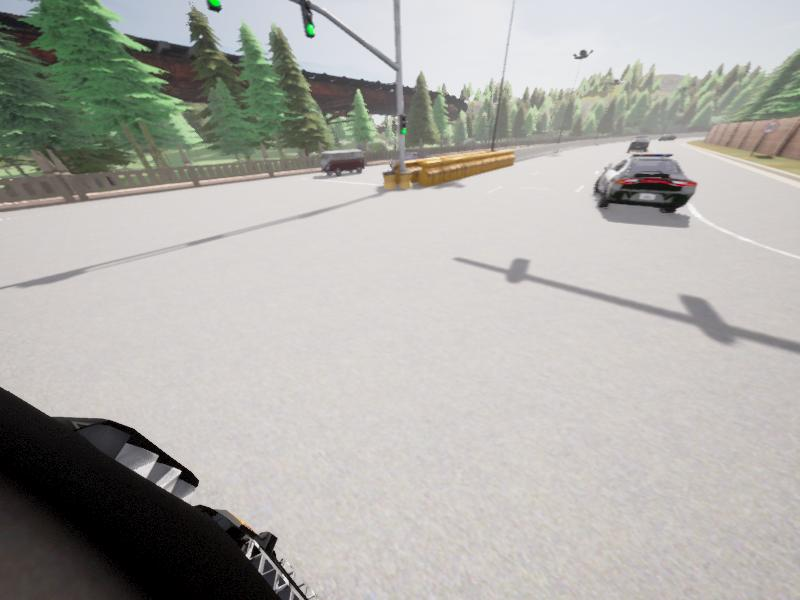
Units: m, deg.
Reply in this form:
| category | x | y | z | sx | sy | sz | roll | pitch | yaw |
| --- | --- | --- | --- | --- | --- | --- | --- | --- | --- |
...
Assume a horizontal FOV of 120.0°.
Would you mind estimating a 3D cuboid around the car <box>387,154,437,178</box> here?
| category | x | y | z | sx | sy | sz | roll | pitch | yaw |
| --- | --- | --- | --- | --- | --- | --- | --- | --- | --- |
| car | 1.108 | -11.262 | 19.344 | 1.994 | 1.385 | 4.181 | 24 | 42 | 34 |

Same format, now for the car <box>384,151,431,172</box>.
| category | x | y | z | sx | sy | sz | roll | pitch | yaw |
| --- | --- | --- | --- | --- | --- | --- | --- | --- | --- |
| car | 0.929 | -14.221 | 23.632 | 2.128 | 1.511 | 4.902 | 24 | 42 | 34 |

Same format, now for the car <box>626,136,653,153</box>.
| category | x | y | z | sx | sy | sz | roll | pitch | yaw |
| --- | --- | --- | --- | --- | --- | --- | --- | --- | --- |
| car | 31.562 | -20.566 | 30.503 | 1.930 | 1.638 | 5.238 | 23 | 42 | 33 |

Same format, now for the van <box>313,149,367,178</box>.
| category | x | y | z | sx | sy | sz | roll | pitch | yaw |
| --- | --- | --- | --- | --- | --- | --- | --- | --- | --- |
| van | -5.515 | -12.957 | 21.841 | 1.775 | 1.987 | 4.442 | 24 | 42 | 34 |

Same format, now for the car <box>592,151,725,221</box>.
| category | x | y | z | sx | sy | sz | roll | pitch | yaw |
| --- | --- | --- | --- | --- | --- | --- | --- | --- | --- |
| car | 8.667 | -4.418 | 8.410 | 2.038 | 1.542 | 4.974 | 19 | 39 | 27 |

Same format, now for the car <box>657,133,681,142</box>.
| category | x | y | z | sx | sy | sz | roll | pitch | yaw |
| --- | --- | --- | --- | --- | --- | --- | --- | --- | --- |
| car | 64.599 | -39.034 | 55.505 | 4.902 | 1.511 | 2.128 | -19 | 37 | -23 |
